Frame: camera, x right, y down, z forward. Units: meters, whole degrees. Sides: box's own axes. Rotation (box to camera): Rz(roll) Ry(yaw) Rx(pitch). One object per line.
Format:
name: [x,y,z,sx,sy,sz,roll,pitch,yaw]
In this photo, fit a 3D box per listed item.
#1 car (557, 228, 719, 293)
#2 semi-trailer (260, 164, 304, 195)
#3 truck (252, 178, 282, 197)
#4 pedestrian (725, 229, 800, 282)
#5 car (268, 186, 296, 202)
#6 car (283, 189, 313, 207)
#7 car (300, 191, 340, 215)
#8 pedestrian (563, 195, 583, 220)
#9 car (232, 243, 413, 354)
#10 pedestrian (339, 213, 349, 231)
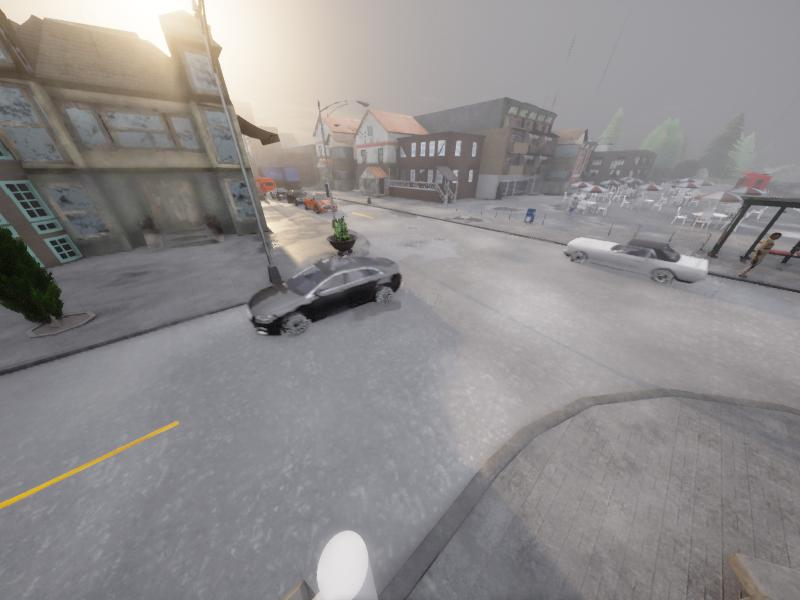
car: [10.269,-2.025,10.424,1.895,1.301,4.718,-23,37,-34]
semi-trailer: [-22.499,-22.893,43.442,2.717,4.402,14.254,-23,37,-34]
truck: [-21.968,-18.629,38.003,2.627,2.467,5.204,-23,37,-34]
pedestrian: [14.234,-1.756,9.138,0.751,1.860,0.751,-12,32,-19]
car: [-17.014,-15.267,33.125,2.038,1.542,4.974,-23,37,-34]
car: [-12.676,-12.715,28.629,1.851,1.617,3.988,-23,37,-34]
car: [-8.443,-10.278,24.220,2.097,1.767,4.553,-23,37,-34]
pedestrian: [15.063,-8.080,20.138,0.751,1.860,0.751,10,32,17]
car: [-2.176,-0.448,7.477,4.902,1.511,2.128,-20,35,-31]
pedestrian: [-4.011,-5.565,16.497,0.500,1.100,0.500,-12,32,-20]
